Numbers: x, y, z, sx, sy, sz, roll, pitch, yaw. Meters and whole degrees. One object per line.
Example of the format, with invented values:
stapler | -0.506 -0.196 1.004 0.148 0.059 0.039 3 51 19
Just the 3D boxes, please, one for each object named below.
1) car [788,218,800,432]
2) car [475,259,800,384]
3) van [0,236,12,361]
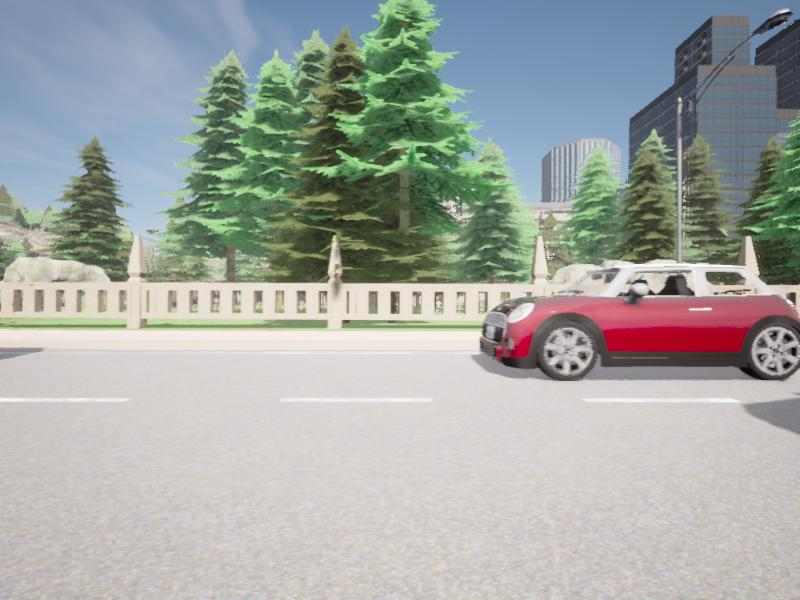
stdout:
car | 5.022 0.190 2.194 3.988 1.617 1.851 0 0 0
car | 3.155 0.254 5.699 3.806 1.475 1.970 0 0 0
van | -8.791 -0.031 5.717 4.480 2.038 2.069 0 0 0
